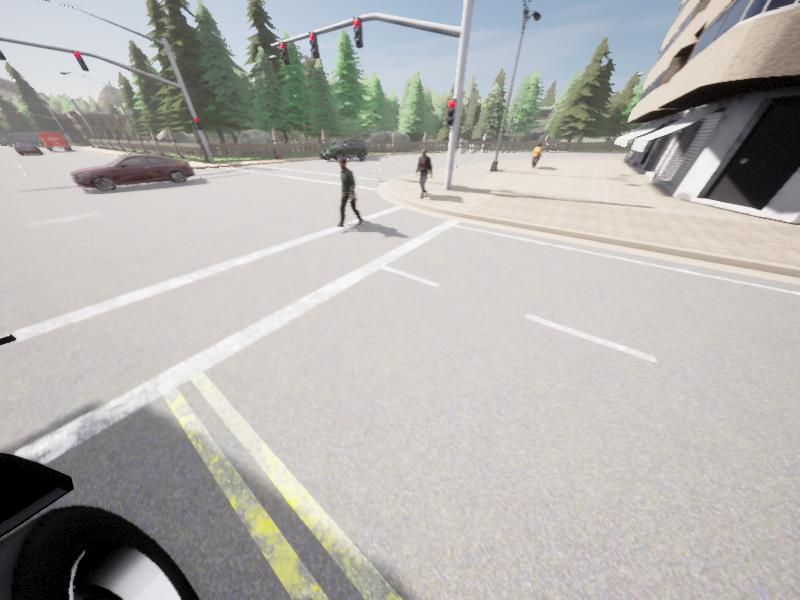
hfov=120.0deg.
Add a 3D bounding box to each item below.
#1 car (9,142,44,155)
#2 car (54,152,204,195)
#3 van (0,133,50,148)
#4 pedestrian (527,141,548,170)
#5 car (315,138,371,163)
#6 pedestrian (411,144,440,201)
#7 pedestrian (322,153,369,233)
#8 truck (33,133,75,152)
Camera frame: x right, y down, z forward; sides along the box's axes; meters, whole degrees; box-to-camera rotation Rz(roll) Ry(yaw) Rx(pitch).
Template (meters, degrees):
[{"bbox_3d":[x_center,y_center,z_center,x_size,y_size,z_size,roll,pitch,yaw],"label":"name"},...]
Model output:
[{"bbox_3d":[-51.919,-21.084,32.143,4.181,1.385,1.994,22,41,28],"label":"car"},{"bbox_3d":[-13.633,-6.726,12.029,1.812,1.442,4.674,22,41,28],"label":"car"},{"bbox_3d":[-78.783,-33.222,48.095,1.988,2.561,5.915,22,41,28],"label":"van"},{"bbox_3d":[10.661,-11.244,17.965,0.751,1.860,0.751,27,43,33],"label":"pedestrian"},{"bbox_3d":[-6.008,-16.368,25.189,2.150,2.045,5.566,25,42,30],"label":"car"},{"bbox_3d":[0.966,-4.973,9.046,0.751,1.860,0.751,20,40,25],"label":"pedestrian"},{"bbox_3d":[-1.451,-2.957,6.426,0.751,1.860,0.751,23,41,28],"label":"pedestrian"},{"bbox_3d":[-58.588,-26.729,39.131,5.204,2.467,2.627,22,40,27],"label":"truck"}]
